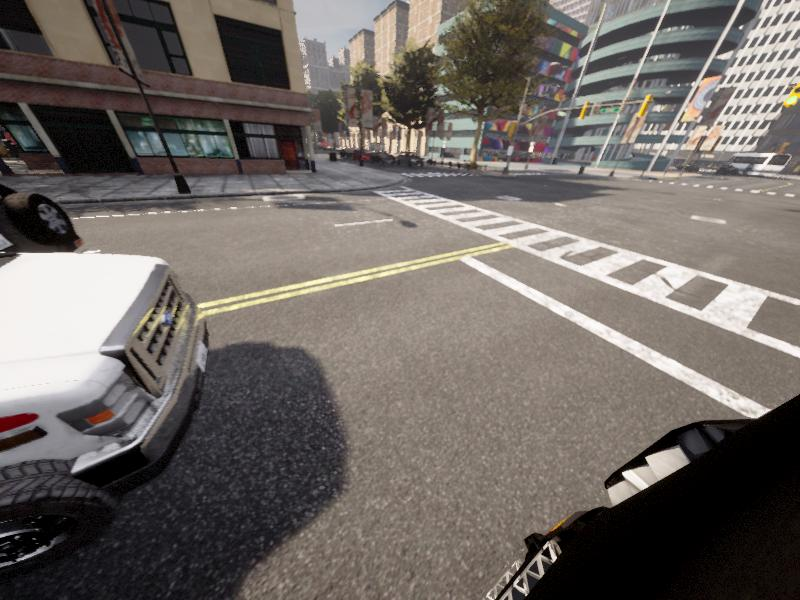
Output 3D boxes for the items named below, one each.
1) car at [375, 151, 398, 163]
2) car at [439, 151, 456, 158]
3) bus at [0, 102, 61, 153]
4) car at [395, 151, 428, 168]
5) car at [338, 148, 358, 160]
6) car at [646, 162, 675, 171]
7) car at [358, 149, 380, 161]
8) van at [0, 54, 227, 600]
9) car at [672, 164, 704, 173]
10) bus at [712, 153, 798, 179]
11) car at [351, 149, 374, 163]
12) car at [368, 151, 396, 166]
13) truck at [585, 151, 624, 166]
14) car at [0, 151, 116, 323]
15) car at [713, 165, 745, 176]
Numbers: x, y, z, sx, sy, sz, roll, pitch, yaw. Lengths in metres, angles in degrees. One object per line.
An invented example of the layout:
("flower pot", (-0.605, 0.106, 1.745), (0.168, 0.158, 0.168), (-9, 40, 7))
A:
("car", (-2.231, -22.670, 36.685), (1.994, 1.385, 4.181), (-16, 38, -26))
("car", (13.458, -41.222, 65.573), (2.161, 1.482, 4.786), (-16, 38, -26))
("bus", (-42.597, -18.034, 23.969), (3.944, 4.253, 10.273), (-16, 38, -26))
("car", (1.415, -19.203, 31.473), (2.242, 1.667, 4.611), (-16, 38, -26))
("car", (-9.202, -25.730, 40.642), (1.837, 1.490, 4.892), (-16, 38, -26))
("car", (71.053, -36.610, 63.198), (1.801, 1.575, 5.366), (1, 34, -2))
("car", (-5.573, -26.036, 41.369), (2.128, 1.511, 4.902), (-16, 38, -26))
("van", (-4.535, 0.708, 0.336), (6.366, 2.431, 2.351), (-16, 38, -26))
("car", (78.086, -35.844, 62.773), (2.152, 1.651, 5.027), (1, 34, -2))
("bus", (75.695, -29.174, 49.899), (3.944, 4.253, 10.273), (12, 35, 13))
("car", (-5.892, -22.505, 36.011), (2.007, 1.525, 4.514), (-16, 38, -26))
("car", (-2.517, -19.183, 31.343), (1.812, 1.442, 4.674), (-16, 38, -26))
("truck", (66.499, -46.372, 75.478), (2.891, 3.827, 8.468), (-14, 37, -23))
("car", (-7.252, -0.531, 2.489), (4.605, 1.855, 1.932), (-16, 38, -25))
("car", (72.224, -28.553, 50.857), (1.905, 1.878, 3.866), (14, 35, 16))
